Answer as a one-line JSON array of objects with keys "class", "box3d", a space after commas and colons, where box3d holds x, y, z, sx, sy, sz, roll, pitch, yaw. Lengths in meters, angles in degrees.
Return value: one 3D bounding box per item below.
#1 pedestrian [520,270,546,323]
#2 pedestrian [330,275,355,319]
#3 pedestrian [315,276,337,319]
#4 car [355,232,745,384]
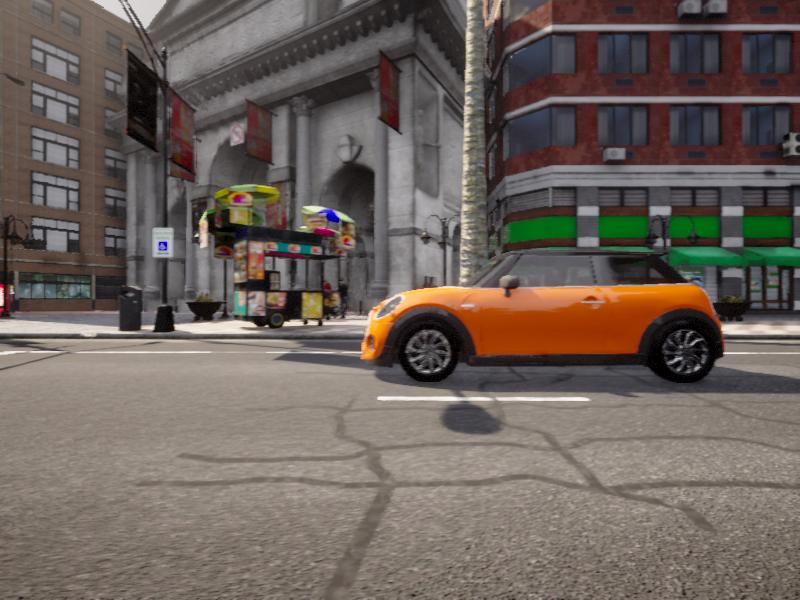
[{"class": "pedestrian", "box3d": [4.804, -0.117, 14.516, 0.751, 1.860, 0.751, 0, 0, 5]}, {"class": "pedestrian", "box3d": [-2.499, -0.111, 17.469, 0.751, 1.860, 0.751, 0, 0, 35]}, {"class": "pedestrian", "box3d": [-3.258, -0.109, 17.727, 0.751, 1.860, 0.751, 0, 0, 10]}, {"class": "car", "box3d": [1.758, 0.093, 5.737, 4.553, 1.767, 2.097, 0, 0, 1]}]
